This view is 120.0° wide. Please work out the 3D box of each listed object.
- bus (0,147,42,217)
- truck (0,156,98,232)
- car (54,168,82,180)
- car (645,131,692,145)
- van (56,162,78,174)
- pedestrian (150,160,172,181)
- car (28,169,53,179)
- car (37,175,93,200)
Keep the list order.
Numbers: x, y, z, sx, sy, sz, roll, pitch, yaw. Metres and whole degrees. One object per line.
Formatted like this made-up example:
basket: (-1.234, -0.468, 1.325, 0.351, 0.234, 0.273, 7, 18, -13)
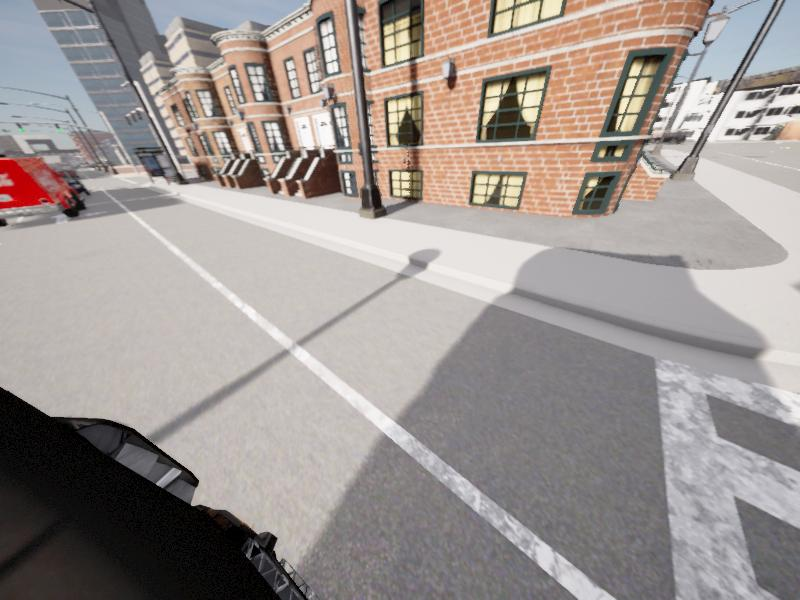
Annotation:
bus: (-25.784, -7.368, 13.135, 10.273, 4.253, 3.944, 23, 42, 33)
truck: (-17.258, -5.078, 10.640, 2.627, 2.467, 5.204, -28, 41, -32)
car: (-53.674, -20.421, 37.350, 4.514, 1.525, 2.007, 23, 41, 33)
car: (54.015, -32.607, 46.654, 2.150, 2.045, 5.566, -16, 36, -18)
van: (-85.489, -34.050, 59.333, 6.366, 2.431, 2.351, 23, 41, 33)
pedestrian: (-25.179, -13.685, 24.367, 0.751, 1.860, 0.751, 17, 39, 28)
car: (-69.402, -24.430, 44.629, 3.806, 1.475, 1.970, 23, 41, 33)
car: (-26.067, -8.881, 18.076, 4.718, 1.301, 1.895, 23, 41, 33)
